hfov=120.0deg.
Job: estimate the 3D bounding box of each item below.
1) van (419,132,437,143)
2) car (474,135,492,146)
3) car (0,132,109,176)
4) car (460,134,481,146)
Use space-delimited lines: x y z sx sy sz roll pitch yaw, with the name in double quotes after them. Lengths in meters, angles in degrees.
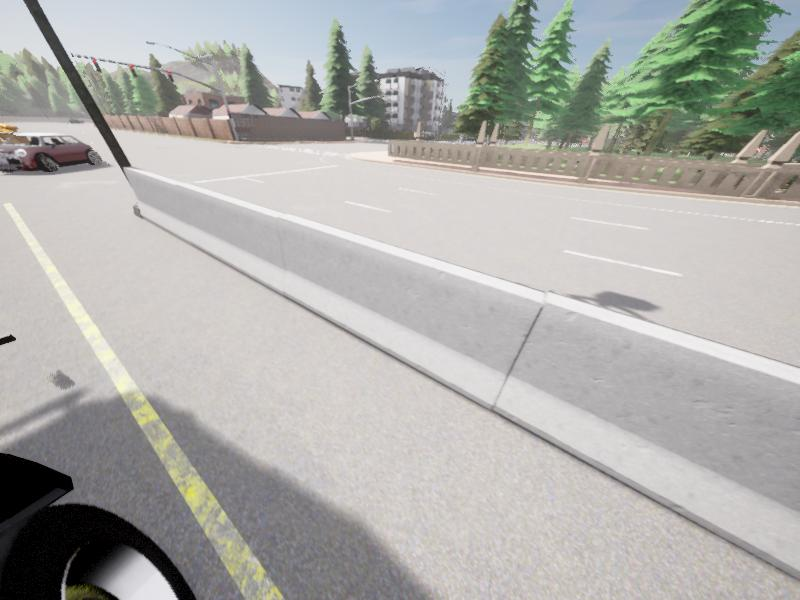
6.730 -38.921 55.387 2.069 2.038 4.480 24 41 26 "van"
20.345 -39.178 56.597 2.150 2.045 5.566 24 41 26 "car"
-17.521 -7.254 11.327 1.970 1.475 3.806 -4 37 -9 "car"
15.627 -35.334 51.076 2.150 2.045 5.566 24 41 26 "car"
